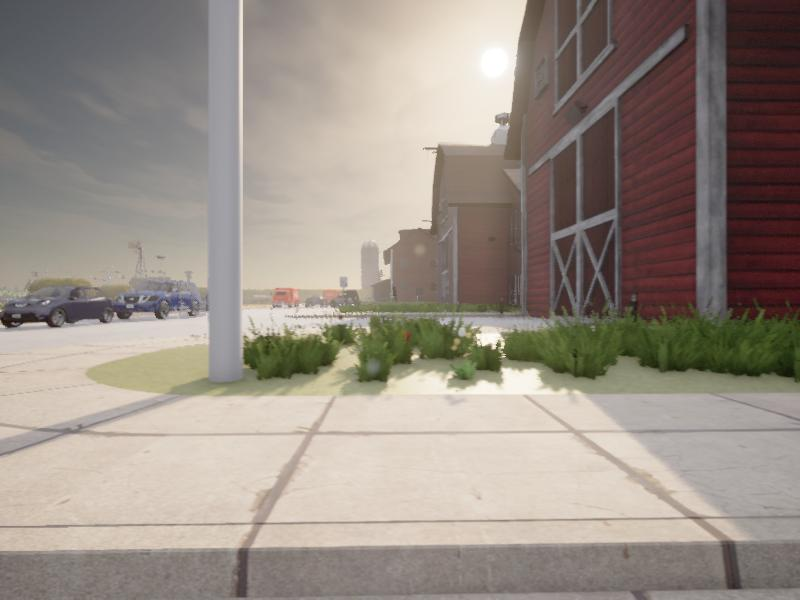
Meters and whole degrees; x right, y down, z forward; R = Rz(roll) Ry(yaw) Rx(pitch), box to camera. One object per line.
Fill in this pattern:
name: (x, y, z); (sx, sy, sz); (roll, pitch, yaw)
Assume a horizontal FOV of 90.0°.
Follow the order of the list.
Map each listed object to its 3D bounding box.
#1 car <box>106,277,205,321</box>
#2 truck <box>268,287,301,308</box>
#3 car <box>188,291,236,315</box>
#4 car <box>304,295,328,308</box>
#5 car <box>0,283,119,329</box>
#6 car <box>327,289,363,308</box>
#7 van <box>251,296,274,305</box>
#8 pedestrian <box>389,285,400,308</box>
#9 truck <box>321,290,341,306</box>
car: (-12.912, -0.046, 21.735); (2.150, 2.045, 5.566); (0, 0, -2)
truck: (-13.997, -0.251, 48.788); (2.627, 2.467, 5.204); (0, 0, -2)
car: (-13.183, 0.202, 28.361); (1.789, 1.549, 3.705); (0, 0, -2)
car: (-10.579, 0.168, 50.880); (2.152, 1.651, 5.027); (0, 0, -2)
car: (-12.652, 0.207, 14.962); (1.845, 1.501, 3.633); (0, 0, -2)
car: (-6.160, -0.129, 44.593); (1.905, 1.878, 3.866); (-8, 4, -45)
van: (-31.510, 0.009, 91.701); (4.480, 2.038, 2.069); (0, 0, -1)
pedestrian: (-0.452, -0.284, 33.690); (0.751, 1.860, 0.751); (0, 0, -20)
truck: (-11.132, -0.280, 65.001); (2.627, 2.467, 5.204); (0, -2, -3)
